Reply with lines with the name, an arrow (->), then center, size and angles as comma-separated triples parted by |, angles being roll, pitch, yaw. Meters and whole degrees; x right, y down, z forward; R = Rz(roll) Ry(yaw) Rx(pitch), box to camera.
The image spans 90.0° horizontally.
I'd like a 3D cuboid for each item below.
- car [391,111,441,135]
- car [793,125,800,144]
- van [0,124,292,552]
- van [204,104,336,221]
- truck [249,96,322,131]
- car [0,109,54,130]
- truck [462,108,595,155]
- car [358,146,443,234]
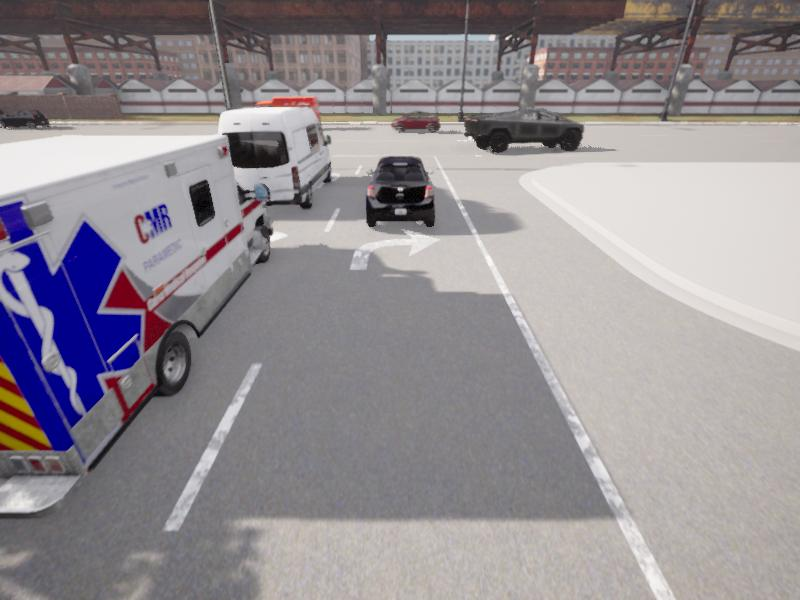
car -> 1.190, -13.744, 30.974 | 3.705, 1.549, 1.789 | 0, 28, 0
car -> 28.045, -10.464, 24.663 | 5.027, 1.651, 2.152 | 0, 28, 0
van -> -3.493, -0.717, 5.170 | 2.351, 2.431, 6.366 | 0, 28, 0
van -> -3.488, -4.555, 12.372 | 1.988, 2.561, 5.915 | 0, 28, 0
truck -> -9.557, -15.816, 33.891 | 5.204, 2.467, 2.627 | -1, 28, 1
car -> -32.396, -15.440, 34.199 | 3.633, 1.501, 1.845 | 0, 28, 0
truck -> 6.824, -9.257, 21.825 | 6.274, 2.098, 2.390 | -5, 28, -9
car -> 0.009, -3.047, 10.586 | 1.845, 1.501, 3.633 | 0, 28, 0
